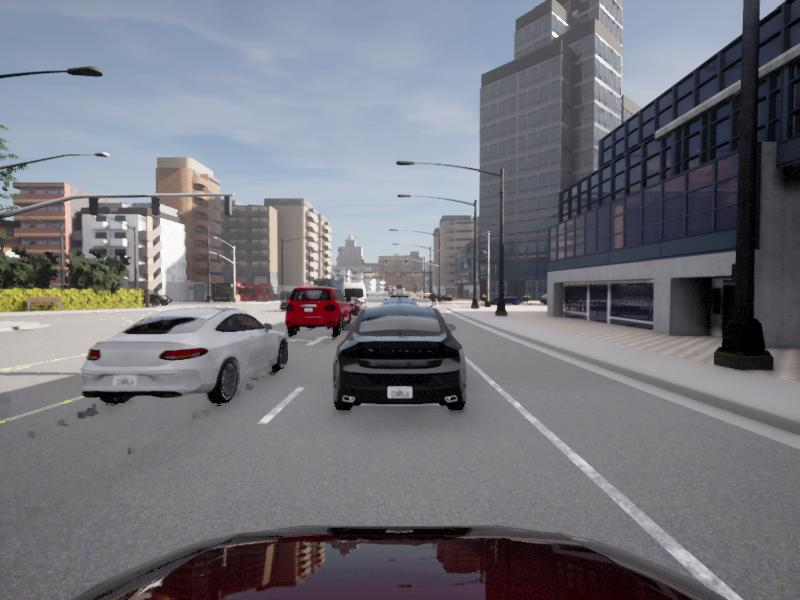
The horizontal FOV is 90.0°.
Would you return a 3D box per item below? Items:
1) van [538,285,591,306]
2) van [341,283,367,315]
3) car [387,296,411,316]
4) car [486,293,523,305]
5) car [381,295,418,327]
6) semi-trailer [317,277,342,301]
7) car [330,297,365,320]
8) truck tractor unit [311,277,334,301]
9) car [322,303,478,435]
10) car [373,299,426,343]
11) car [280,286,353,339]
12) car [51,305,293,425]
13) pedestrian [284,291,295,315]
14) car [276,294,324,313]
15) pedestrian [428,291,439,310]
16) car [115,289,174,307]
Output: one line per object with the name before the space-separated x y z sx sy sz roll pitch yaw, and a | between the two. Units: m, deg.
van | 20.699 -0.625 50.521 5.915 2.561 1.988 0 2 0
van | -3.921 -0.178 34.826 1.988 2.561 5.915 0 2 -5
car | -0.036 0.409 32.606 1.816 1.474 4.193 0 1 0
car | 13.219 -0.095 50.586 4.193 1.474 1.816 0 2 0
car | -0.031 0.535 23.953 1.930 1.638 5.238 0 1 0
semi-trailer | -14.129 -2.119 81.049 2.717 4.402 14.254 0 1 -1
car | -3.556 0.536 27.851 1.812 1.442 4.674 0 1 0
truck tractor unit | -14.073 -1.902 73.139 3.053 4.208 6.516 0 1 0
car | -0.009 0.835 7.175 1.837 1.490 4.892 0 0 0
car | -0.023 0.725 16.749 1.882 1.535 5.008 0 1 0
car | -3.528 0.450 18.122 2.150 2.045 5.566 0 1 0
car | -3.513 0.859 7.407 1.812 1.442 4.674 0 0 0
pedestrian | -8.759 0.219 31.690 0.751 1.860 0.751 -1 2 -17
car | -9.211 0.254 37.309 1.882 1.535 5.008 1 2 19
pedestrian | 3.358 -0.003 39.933 0.751 1.860 0.751 -1 2 -31
car | -30.137 -0.289 47.366 5.566 2.045 2.150 0 2 0
